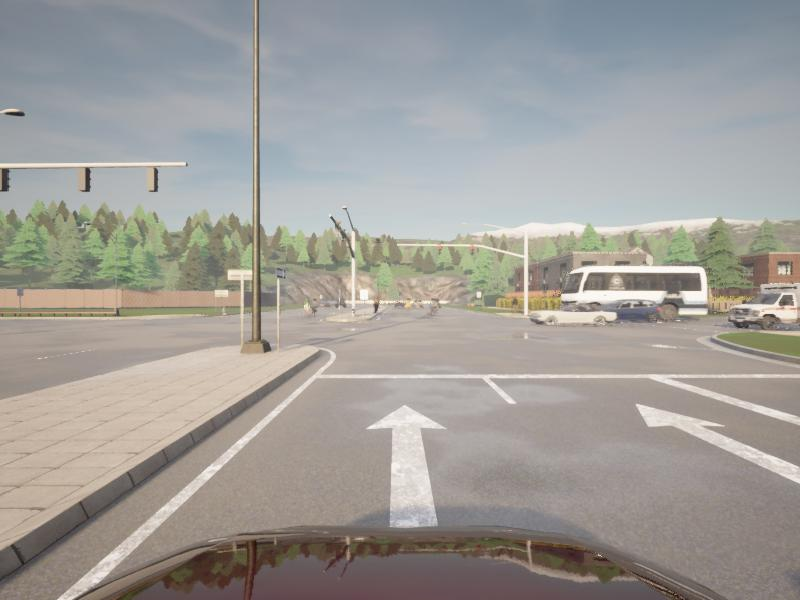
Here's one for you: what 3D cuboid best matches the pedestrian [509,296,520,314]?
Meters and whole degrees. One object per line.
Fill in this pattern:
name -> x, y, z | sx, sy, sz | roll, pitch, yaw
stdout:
pedestrian -> 11.568, 0.485, 40.367 | 0.751, 1.860, 0.751 | 0, 0, -27

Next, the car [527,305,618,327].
car -> 10.466, 0.944, 24.524 | 4.718, 1.301, 1.895 | 0, 0, -1

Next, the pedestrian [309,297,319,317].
pedestrian -> -8.389, 0.672, 39.111 | 0.751, 1.860, 0.751 | 0, 0, 3

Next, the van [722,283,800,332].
van -> 21.124, 0.378, 21.156 | 6.366, 2.431, 2.351 | 0, 0, -1

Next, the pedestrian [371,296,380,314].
pedestrian -> -2.473, 0.485, 40.520 | 0.751, 1.860, 0.751 | 0, 0, -13

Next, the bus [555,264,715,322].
bus -> 18.183, -0.531, 31.578 | 10.273, 4.253, 3.944 | 0, 0, 0

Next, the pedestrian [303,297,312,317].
pedestrian -> -8.600, 0.637, 37.165 | 0.751, 1.860, 0.751 | 0, 0, -4

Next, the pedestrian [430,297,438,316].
pedestrian -> 3.372, 0.642, 39.767 | 0.751, 1.860, 0.751 | 0, 0, -3

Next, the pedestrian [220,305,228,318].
pedestrian -> -16.101, 1.049, 36.549 | 0.500, 1.100, 0.500 | 0, 0, -5

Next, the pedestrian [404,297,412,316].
pedestrian -> 0.773, 0.637, 39.332 | 0.751, 1.860, 0.751 | 0, 0, 7

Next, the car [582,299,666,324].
car -> 15.614, 0.758, 28.087 | 4.611, 1.667, 2.242 | 0, 0, -1

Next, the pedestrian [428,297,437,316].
pedestrian -> 3.141, 0.637, 38.931 | 0.751, 1.860, 0.751 | 0, 0, -1

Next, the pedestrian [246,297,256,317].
pedestrian -> -13.964, 0.637, 37.562 | 0.751, 1.860, 0.751 | 0, 0, -10
